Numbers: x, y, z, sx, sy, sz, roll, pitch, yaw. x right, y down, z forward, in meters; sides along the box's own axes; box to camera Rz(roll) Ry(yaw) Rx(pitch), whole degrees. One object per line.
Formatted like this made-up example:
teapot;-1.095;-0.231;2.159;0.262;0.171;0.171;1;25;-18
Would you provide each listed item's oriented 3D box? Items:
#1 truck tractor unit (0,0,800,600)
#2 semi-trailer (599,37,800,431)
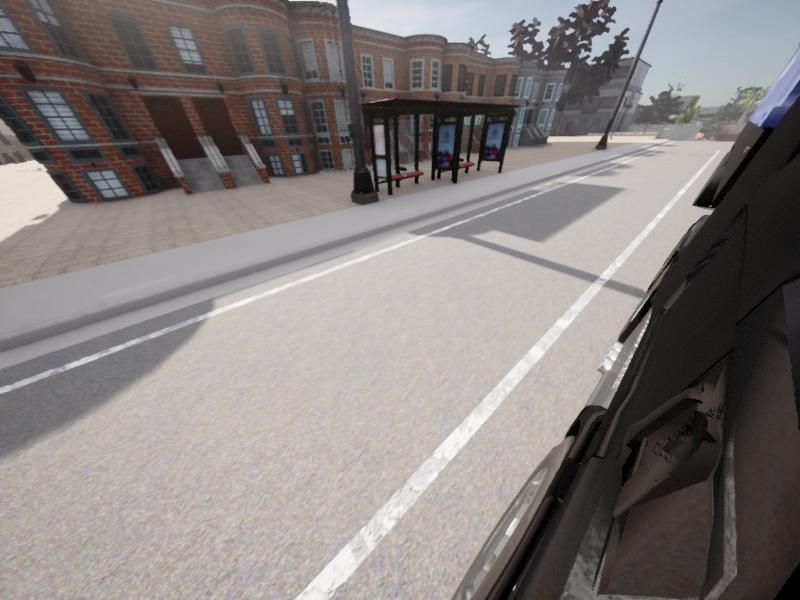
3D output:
truck tractor unit;2.645;-0.295;0.351;6.516;4.208;3.053;-28;44;-30
semi-trailer;8.673;-3.595;4.292;14.254;4.402;2.717;-28;43;-30
